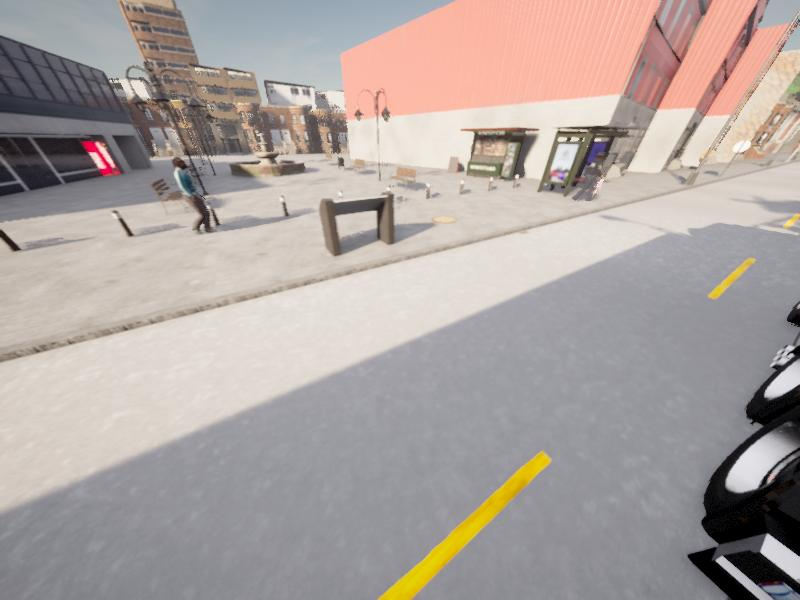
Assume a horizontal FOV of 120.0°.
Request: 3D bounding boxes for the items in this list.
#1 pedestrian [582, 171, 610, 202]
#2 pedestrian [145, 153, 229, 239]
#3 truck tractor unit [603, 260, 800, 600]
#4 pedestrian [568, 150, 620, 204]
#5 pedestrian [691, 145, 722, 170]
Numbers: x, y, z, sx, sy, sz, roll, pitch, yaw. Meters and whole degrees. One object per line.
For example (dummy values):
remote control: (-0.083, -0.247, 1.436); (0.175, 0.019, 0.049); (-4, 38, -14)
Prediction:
pedestrian: (8.439, -4.903, 9.953); (0.500, 1.100, 0.500); (27, 43, 33)
pedestrian: (-5.288, -2.642, 5.913); (0.751, 1.860, 0.751); (-12, 37, -18)
truck tractor unit: (5.102, -0.309, 0.797); (6.516, 4.208, 3.053); (-19, 39, -24)
pedestrian: (7.849, -5.027, 9.460); (0.751, 1.860, 0.751); (2, 35, 3)
pedestrian: (27.861, -12.936, 21.019); (0.751, 1.860, 0.751); (-18, 39, -24)
